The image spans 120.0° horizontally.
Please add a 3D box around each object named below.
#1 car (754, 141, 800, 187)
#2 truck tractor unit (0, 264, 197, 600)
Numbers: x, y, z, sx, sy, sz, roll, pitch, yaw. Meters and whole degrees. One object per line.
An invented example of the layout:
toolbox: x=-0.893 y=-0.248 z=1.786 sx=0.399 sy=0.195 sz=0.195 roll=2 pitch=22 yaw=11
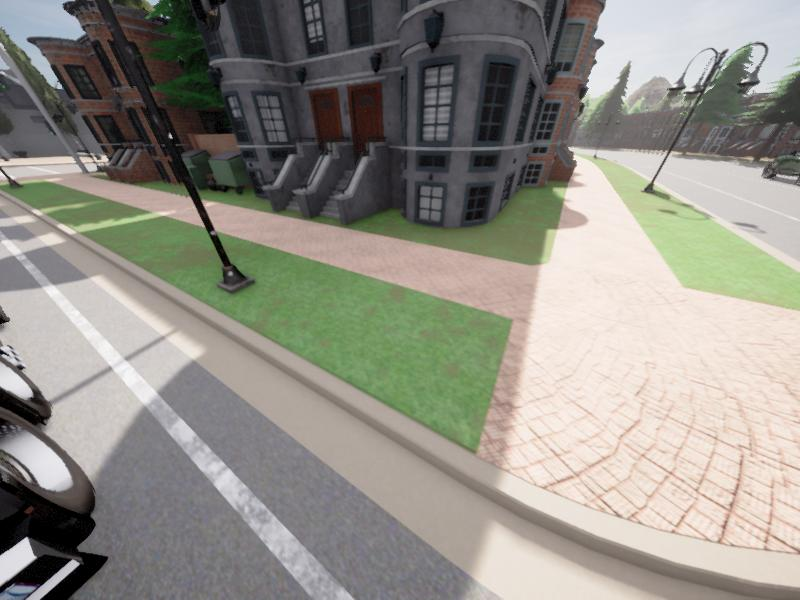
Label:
car: x=23.741 y=-7.601 z=12.861 sx=2.150 sy=2.045 sz=5.566 roll=19 pitch=39 yaw=26
truck tractor unit: x=-5.109 y=-0.303 z=0.779 sx=6.516 sy=4.208 sz=3.053 roll=18 pitch=39 yaw=24
